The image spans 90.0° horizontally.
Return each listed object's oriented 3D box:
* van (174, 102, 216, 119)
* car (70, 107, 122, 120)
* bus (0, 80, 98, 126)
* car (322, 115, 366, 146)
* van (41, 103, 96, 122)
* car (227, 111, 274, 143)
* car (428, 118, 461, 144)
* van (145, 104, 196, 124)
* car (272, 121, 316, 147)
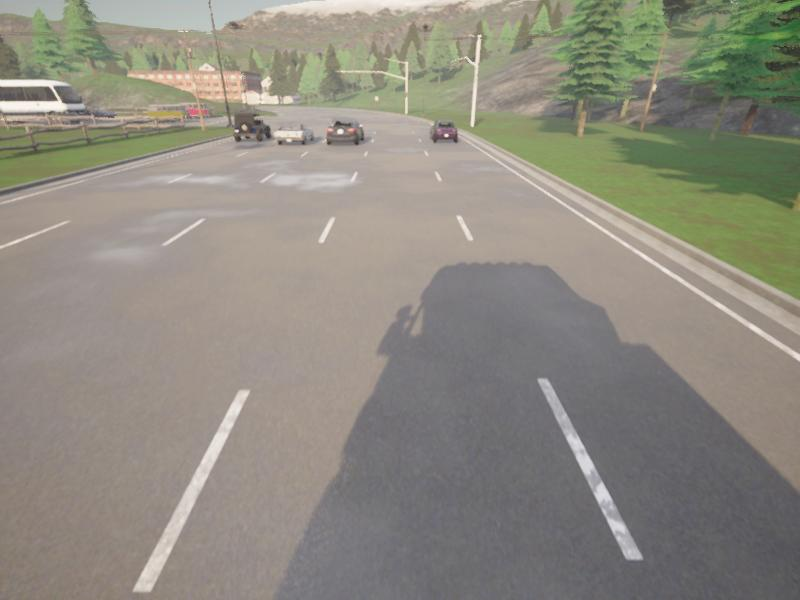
[{"bbox_3d":[-28.286,-26.181,55.312,4.442,1.987,1.775,0,27,-1],"label":"van"},{"bbox_3d":[-39.510,-24.289,52.102,4.792,1.488,2.163,0,27,-1],"label":"car"},{"bbox_3d":[-39.150,-20.785,42.240,10.273,4.253,3.944,-1,27,-1],"label":"bus"},{"bbox_3d":[-3.783,-11.920,28.034,2.242,1.667,4.611,1,27,2],"label":"car"},{"bbox_3d":[-40.374,-22.934,48.844,4.480,2.038,2.069,0,27,-1],"label":"van"},{"bbox_3d":[-10.802,-12.656,29.176,1.905,1.878,3.866,0,27,-1],"label":"car"},{"bbox_3d":[3.187,-12.493,29.416,1.816,1.474,4.193,0,27,-1],"label":"car"},{"bbox_3d":[-26.365,-21.405,46.019,4.442,1.987,1.775,-1,27,-1],"label":"van"},{"bbox_3d":[-7.265,-11.677,27.946,1.895,1.301,4.718,0,27,-1],"label":"car"}]
